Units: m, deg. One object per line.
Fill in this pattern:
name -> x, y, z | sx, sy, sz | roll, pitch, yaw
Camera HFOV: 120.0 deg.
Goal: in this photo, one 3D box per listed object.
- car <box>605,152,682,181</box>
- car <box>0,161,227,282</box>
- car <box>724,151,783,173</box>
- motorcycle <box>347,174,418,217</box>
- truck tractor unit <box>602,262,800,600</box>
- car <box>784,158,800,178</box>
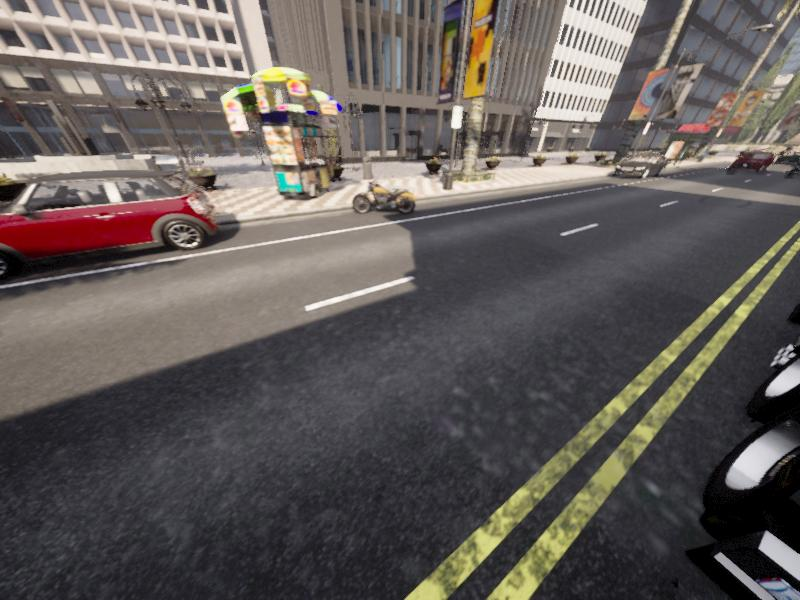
car -> 18.399, -10.208, 17.503 | 4.892, 1.521, 2.231 | -18, 39, -24
car -> -7.012, -1.997, 5.263 | 4.553, 1.767, 2.185 | -18, 39, -24
car -> 33.059, -12.963, 21.580 | 5.008, 1.535, 1.882 | -18, 39, -25
motorcycle -> -0.575, -3.773, 8.367 | 2.356, 1.277, 0.764 | 0, 35, 0
truck tractor unit -> 5.109, -0.302, 0.786 | 6.516, 4.208, 3.053 | -18, 39, -24
car -> 33.013, -10.606, 18.270 | 4.674, 1.442, 1.812 | -18, 39, -24
